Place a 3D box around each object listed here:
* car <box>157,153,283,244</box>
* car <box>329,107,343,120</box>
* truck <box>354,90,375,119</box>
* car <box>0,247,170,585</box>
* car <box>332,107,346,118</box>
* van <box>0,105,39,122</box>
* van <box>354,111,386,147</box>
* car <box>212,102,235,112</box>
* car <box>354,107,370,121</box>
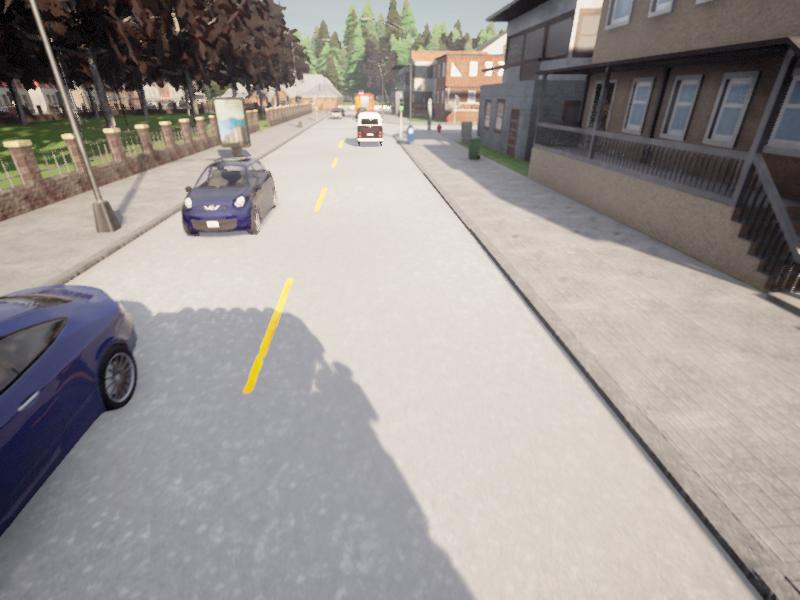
[{"bbox_3d":[-4.412,-2.824,10.537,1.845,1.501,3.633,-2,27,-5],"label":"car"},{"bbox_3d":[-9.319,-27.299,58.541,1.845,1.501,3.633,-3,27,-6],"label":"car"},{"bbox_3d":[-5.652,-31.162,63.599,2.891,3.827,8.468,-2,27,-5],"label":"truck"},{"bbox_3d":[-3.755,1.115,2.910,1.812,1.442,4.674,-3,27,-5],"label":"car"},{"bbox_3d":[-9.798,-30.280,64.535,2.033,1.411,5.357,-3,27,-5],"label":"car"},{"bbox_3d":[-54.476,-26.594,56.989,2.069,2.038,4.480,-2,27,-5],"label":"van"},{"bbox_3d":[-2.176,-12.263,28.504,2.069,2.038,4.480,-2,27,-4],"label":"van"},{"bbox_3d":[-37.537,-41.169,85.249,3.866,1.878,1.905,-2,27,-5],"label":"car"},{"bbox_3d":[-5.368,-26.585,57.063,1.851,1.617,3.988,-1,27,-1],"label":"car"}]
